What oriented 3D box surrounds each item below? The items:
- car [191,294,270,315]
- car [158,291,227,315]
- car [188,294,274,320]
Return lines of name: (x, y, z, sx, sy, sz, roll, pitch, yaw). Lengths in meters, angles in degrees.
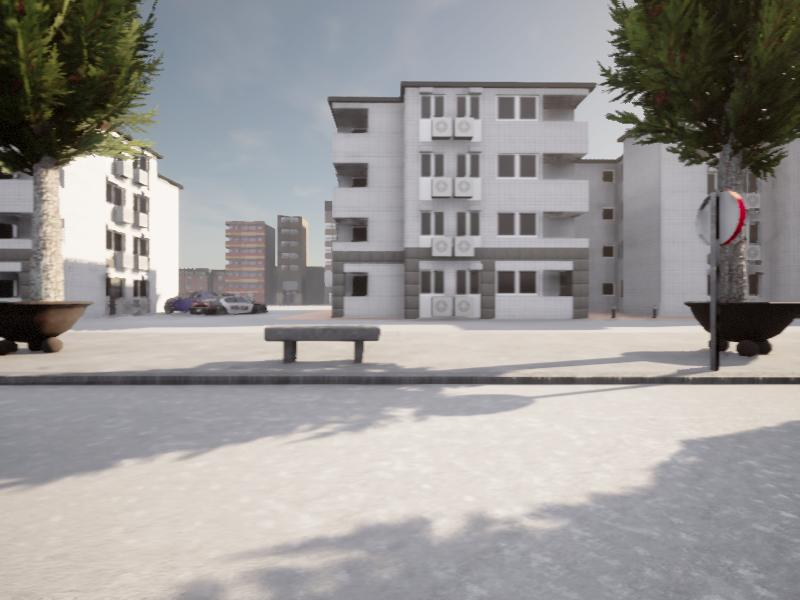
car: (-10.887, 0.254, 26.067, 1.853, 1.218, 4.536, 0, 0, 29)
car: (-13.662, 0.166, 26.427, 3.633, 1.501, 1.845, 0, 0, 11)
car: (-10.862, 0.411, 26.112, 2.038, 1.542, 4.974, 0, 0, 29)
